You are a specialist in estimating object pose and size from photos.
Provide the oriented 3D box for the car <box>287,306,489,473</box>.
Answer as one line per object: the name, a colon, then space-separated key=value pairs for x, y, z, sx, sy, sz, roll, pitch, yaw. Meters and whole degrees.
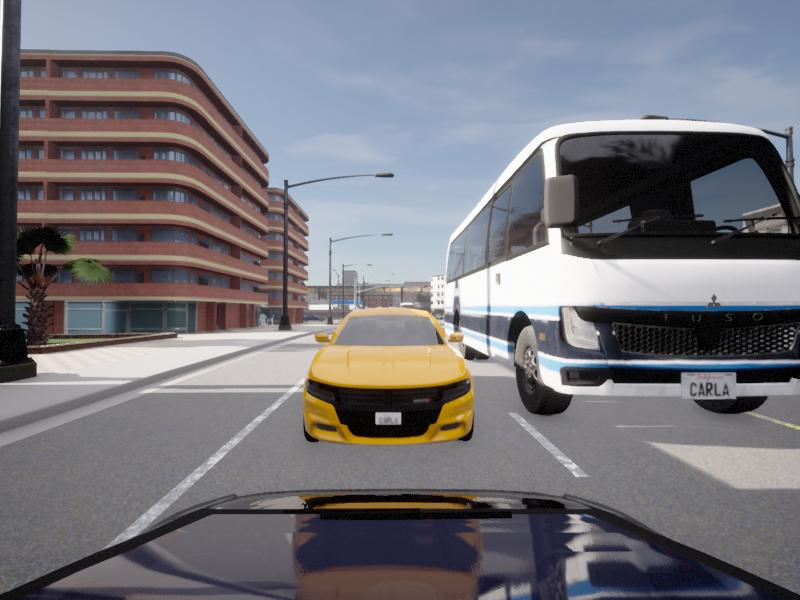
car: x=-0.160 y=0.861 z=6.233 sx=1.882 sy=1.535 sz=5.008 roll=0 pitch=-1 yaw=-1

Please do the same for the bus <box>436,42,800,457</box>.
bus: x=3.395 y=-0.452 z=9.263 sx=3.944 sy=4.253 sz=10.273 roll=0 pitch=-1 yaw=-1

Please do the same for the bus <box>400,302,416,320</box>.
bus: x=1.998 y=2.863 z=104.264 sx=3.944 sy=4.253 sz=10.273 roll=0 pitch=-2 yaw=-1
